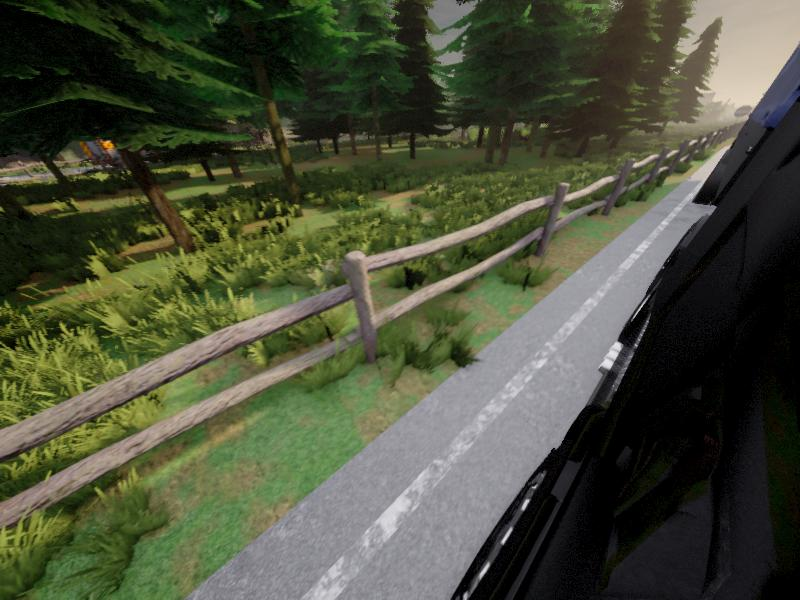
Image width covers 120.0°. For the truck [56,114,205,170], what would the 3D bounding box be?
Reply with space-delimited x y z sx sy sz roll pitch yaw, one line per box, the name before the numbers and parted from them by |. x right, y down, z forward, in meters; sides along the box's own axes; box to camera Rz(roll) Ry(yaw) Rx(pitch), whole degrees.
truck | -25.094 -15.557 22.630 2.891 3.827 8.468 8 38 13

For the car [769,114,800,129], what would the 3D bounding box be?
car | 54.160 -24.887 32.264 4.902 1.511 2.128 -26 43 -28

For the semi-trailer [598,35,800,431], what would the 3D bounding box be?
semi-trailer | 8.655 -3.634 4.272 14.254 4.402 2.717 -29 44 -30

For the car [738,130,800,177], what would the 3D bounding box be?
car | 17.294 -6.615 10.267 4.181 1.385 1.994 -27 43 -29

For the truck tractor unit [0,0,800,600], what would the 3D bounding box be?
truck tractor unit | 2.645 -0.295 0.351 6.516 4.208 3.053 -28 44 -30
